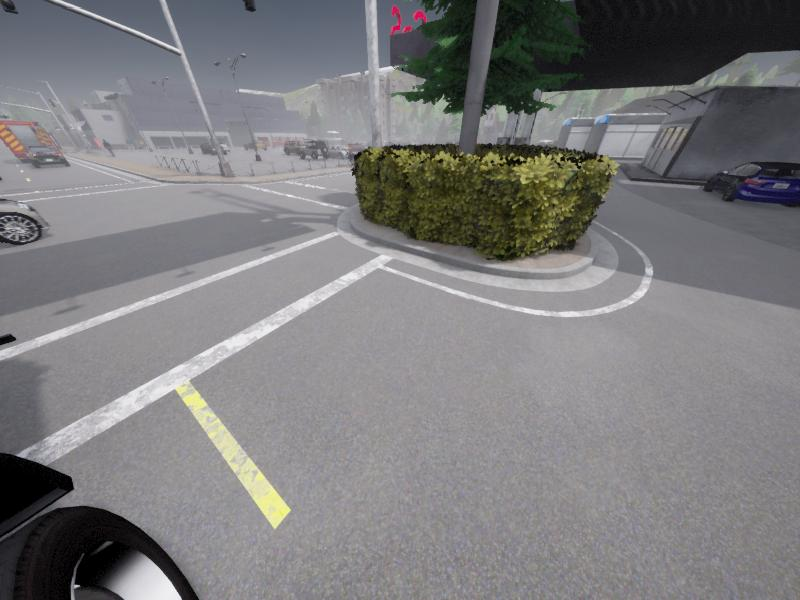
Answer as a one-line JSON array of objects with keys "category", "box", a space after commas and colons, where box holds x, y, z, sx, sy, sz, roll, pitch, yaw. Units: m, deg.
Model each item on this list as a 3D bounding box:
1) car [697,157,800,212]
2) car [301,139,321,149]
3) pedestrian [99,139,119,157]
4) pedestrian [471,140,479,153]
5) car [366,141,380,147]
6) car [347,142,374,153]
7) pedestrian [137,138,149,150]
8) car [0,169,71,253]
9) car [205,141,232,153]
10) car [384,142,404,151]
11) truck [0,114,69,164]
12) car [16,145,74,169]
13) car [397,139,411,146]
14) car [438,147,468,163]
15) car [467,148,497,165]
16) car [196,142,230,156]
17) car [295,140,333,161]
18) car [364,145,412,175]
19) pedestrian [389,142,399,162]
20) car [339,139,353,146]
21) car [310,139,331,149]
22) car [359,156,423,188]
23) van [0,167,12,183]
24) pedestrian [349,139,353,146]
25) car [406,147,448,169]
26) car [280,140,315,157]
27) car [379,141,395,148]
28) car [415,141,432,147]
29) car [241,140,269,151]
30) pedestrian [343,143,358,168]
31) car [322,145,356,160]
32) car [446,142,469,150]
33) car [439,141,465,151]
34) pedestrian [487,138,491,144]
[{"category": "car", "box": [17.423, -5.820, 11.299, 2.242, 1.667, 4.611, 22, 41, 28]}, {"category": "car", "box": [-19.902, -35.113, 51.926, 3.866, 1.878, 1.905, 22, 41, 28]}, {"category": "pedestrian", "box": [-35.015, -18.281, 27.796, 0.751, 1.860, 0.751, -29, 45, -35]}, {"category": "pedestrian", "box": [13.691, -28.053, 42.248, 0.751, 1.860, 0.751, 22, 41, 28]}, {"category": "car", "box": [-7.848, -45.077, 66.670, 3.633, 1.501, 1.845, 22, 41, 28]}, {"category": "car", "box": [-7.041, -27.292, 41.296, 4.514, 1.523, 2.007, 22, 41, 28]}, {"category": "pedestrian", "box": [-51.908, -31.461, 46.602, 0.751, 1.860, 0.751, 23, 41, 29]}, {"category": "car", "box": [-11.269, -1.336, 4.496, 2.152, 1.651, 5.027, 10, 37, 11]}, {"category": "car", "box": [-30.616, -25.836, 38.950, 3.806, 1.475, 1.970, 22, 41, 28]}, {"category": "car", "box": [-1.296, -31.964, 48.006, 3.633, 1.501, 1.845, 22, 41, 28]}, {"category": "truck", "box": [-38.715, -16.620, 23.920, 8.468, 3.827, 2.891, 22, 41, 28]}, {"category": "car", "box": [-31.420, -12.710, 20.411, 4.974, 1.542, 2.038, 22, 41, 28]}, {"category": "car", "box": [1.369, -53.646, 78.789, 4.605, 1.855, 1.932, 22, 40, 27]}, {"category": "car", "box": [6.480, -17.609, 28.011, 1.970, 1.475, 3.806, 22, 41, 28]}, {"category": "car", "box": [9.429, -16.511, 26.474, 1.816, 1.474, 4.193, 22, 41, 28]}, {"category": "car", "box": [-26.925, -21.720, 33.246, 4.514, 1.523, 2.007, 22, 41, 28]}, {"category": "car", "box": [-10.164, -17.688, 27.256, 3.866, 1.878, 1.905, 22, 41, 28]}, {"category": "car", "box": [-0.882, -11.790, 19.339, 1.905, 1.878, 3.866, 22, 41, 28]}, {"category": "pedestrian", "box": [-0.663, -16.264, 25.412, 0.751, 1.860, 0.751, 22, 41, 28]}, {"category": "car", "box": [-17.550, -51.139, 75.077, 1.905, 1.878, 3.866, 22, 41, 28]}, {"category": "car", "box": [-18.580, -36.601, 54.083, 4.605, 1.855, 1.932, 22, 41, 28]}, {"category": "car", "box": [-0.443, -8.434, 15.031, 1.994, 1.385, 4.181, 22, 41, 28]}, {"category": "van", "box": [-25.503, -8.017, 13.347, 4.480, 2.038, 2.069, 19, 39, 24]}, {"category": "pedestrian", "box": [-15.176, -49.174, 72.006, 0.751, 1.860, 0.751, 21, 40, 27]}, {"category": "car", "box": [2.837, -14.706, 23.733, 2.033, 1.649, 4.856, 22, 41, 28]}, {"category": "car", "box": [-14.743, -21.829, 33.138, 4.605, 1.855, 1.932, 22, 41, 28]}, {"category": "car", "box": [-3.462, -41.203, 61.220, 3.806, 1.475, 1.970, 22, 41, 28]}, {"category": "car", "box": [7.702, -50.975, 75.388, 4.792, 1.488, 2.163, 22, 40, 27]}, {"category": "car", "box": [-27.214, -29.028, 43.369, 5.027, 1.636, 2.152, 22, 41, 28]}, {"category": "pedestrian", "box": [-4.458, -13.106, 20.901, 0.751, 1.860, 0.751, 22, 41, 28]}, {"category": "car", "box": [-7.764, -18.818, 29.370, 3.806, 1.475, 1.970, 22, 41, 28]}, {"category": "car", "box": [13.521, -36.471, 54.543, 4.514, 1.523, 2.007, 22, 41, 28]}, {"category": "car", "box": [11.771, -34.985, 52.404, 5.027, 1.636, 2.152, 22, 41, 28]}, {"category": "pedestrian", "box": [34.496, -61.279, 89.171, 0.751, 1.860, 0.751, -14, 38, -19]}]
